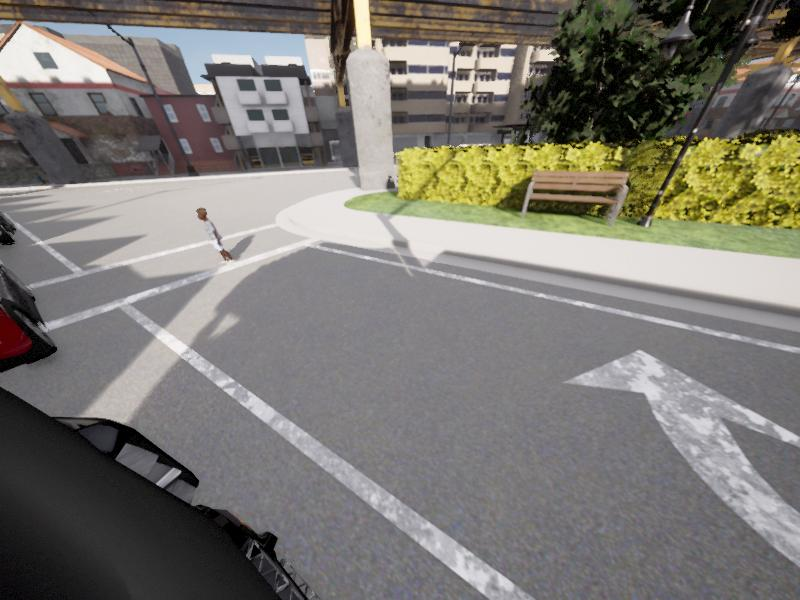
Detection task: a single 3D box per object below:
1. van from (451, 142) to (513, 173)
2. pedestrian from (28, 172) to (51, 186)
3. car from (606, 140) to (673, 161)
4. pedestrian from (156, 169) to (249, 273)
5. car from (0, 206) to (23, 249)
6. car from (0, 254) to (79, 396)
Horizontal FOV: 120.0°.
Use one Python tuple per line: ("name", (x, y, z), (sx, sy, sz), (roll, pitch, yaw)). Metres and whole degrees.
("van", (7.139, -12.664, 20.490), (4.480, 2.038, 2.069), (-11, 35, -11))
("pedestrian", (-33.464, -11.232, 21.476), (0.500, 1.100, 0.500), (-4, 34, -3))
("car", (24.944, -15.595, 24.130), (5.366, 1.575, 1.801), (-10, 35, -11))
("pedestrian", (-4.040, -1.650, 4.865), (0.751, 1.860, 0.751), (-26, 40, -30))
("car", (-13.924, -2.438, 7.066), (3.806, 1.475, 1.970), (20, 40, 29))
("car", (-6.283, 0.140, 2.725), (3.806, 1.475, 1.970), (17, 39, 27))
